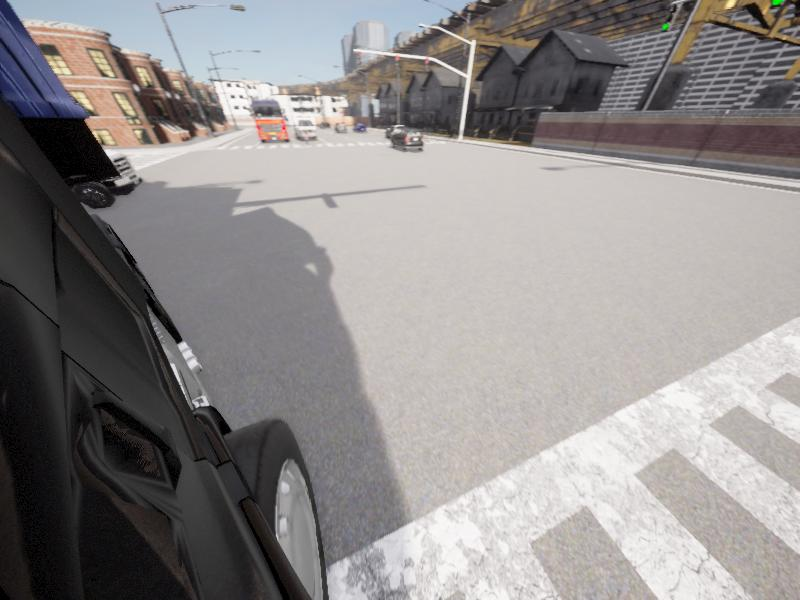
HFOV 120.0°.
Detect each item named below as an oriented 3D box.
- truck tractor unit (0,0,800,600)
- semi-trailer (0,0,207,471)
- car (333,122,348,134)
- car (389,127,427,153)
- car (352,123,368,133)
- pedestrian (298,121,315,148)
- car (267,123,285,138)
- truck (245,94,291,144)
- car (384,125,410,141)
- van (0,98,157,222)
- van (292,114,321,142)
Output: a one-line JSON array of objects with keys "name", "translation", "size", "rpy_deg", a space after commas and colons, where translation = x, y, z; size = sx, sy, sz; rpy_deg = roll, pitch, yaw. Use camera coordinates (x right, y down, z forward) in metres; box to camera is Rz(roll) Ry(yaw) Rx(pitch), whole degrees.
[{"name": "truck tractor unit", "translation": [-2.645, -0.295, 0.351], "size": [6.516, 4.208, 3.053], "rpy_deg": [28, 43, 30]}, {"name": "semi-trailer", "translation": [-10.141, -0.986, 1.018], "size": [14.254, 4.402, 2.717], "rpy_deg": [-1, 38, -2]}, {"name": "car", "translation": [-10.757, -31.177, 41.767], "size": [1.789, 1.549, 3.705], "rpy_deg": [-14, 40, -17]}, {"name": "car", "translation": [0.559, -13.441, 19.270], "size": [1.789, 1.549, 3.705], "rpy_deg": [-14, 40, -17]}, {"name": "car", "translation": [-7.483, -31.889, 42.779], "size": [1.812, 1.442, 4.674], "rpy_deg": [-14, 40, -17]}, {"name": "pedestrian", "translation": [-8.264, -14.604, 20.410], "size": [0.751, 1.860, 0.751], "rpy_deg": [32, 48, 34]}, {"name": "car", "translation": [-17.435, -23.956, 32.586], "size": [1.837, 1.490, 4.892], "rpy_deg": [-14, 40, -17]}, {"name": "truck", "translation": [-14.469, -20.225, 25.973], "size": [2.891, 3.827, 8.468], "rpy_deg": [-14, 40, -17]}, {"name": "car", "translation": [-0.453, -20.877, 28.788], "size": [1.970, 1.475, 3.806], "rpy_deg": [-14, 40, -17]}, {"name": "van", "translation": [-11.284, -3.473, 5.813], "size": [6.366, 2.431, 2.351], "rpy_deg": [-17, 41, -21]}, {"name": "van", "translation": [-11.368, -20.794, 27.846], "size": [2.351, 2.431, 6.366], "rpy_deg": [-13, 40, -16]}]
